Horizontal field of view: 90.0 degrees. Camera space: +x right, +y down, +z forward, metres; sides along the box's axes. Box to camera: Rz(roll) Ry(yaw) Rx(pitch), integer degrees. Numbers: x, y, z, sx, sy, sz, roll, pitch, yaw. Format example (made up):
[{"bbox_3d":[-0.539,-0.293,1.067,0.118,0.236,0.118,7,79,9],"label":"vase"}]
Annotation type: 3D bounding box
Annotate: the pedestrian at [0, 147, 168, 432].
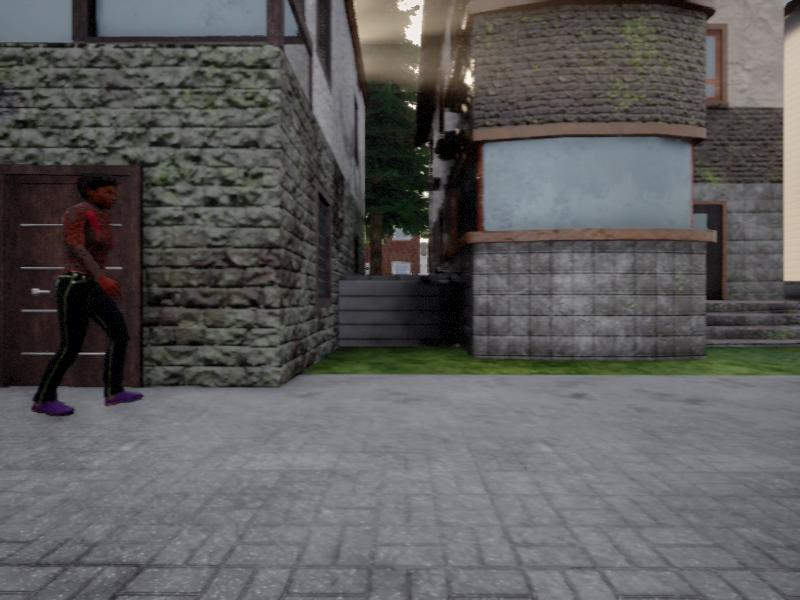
[{"bbox_3d":[-2.318,-0.070,3.045,0.751,1.860,0.751,0,0,-10],"label":"pedestrian"}]
